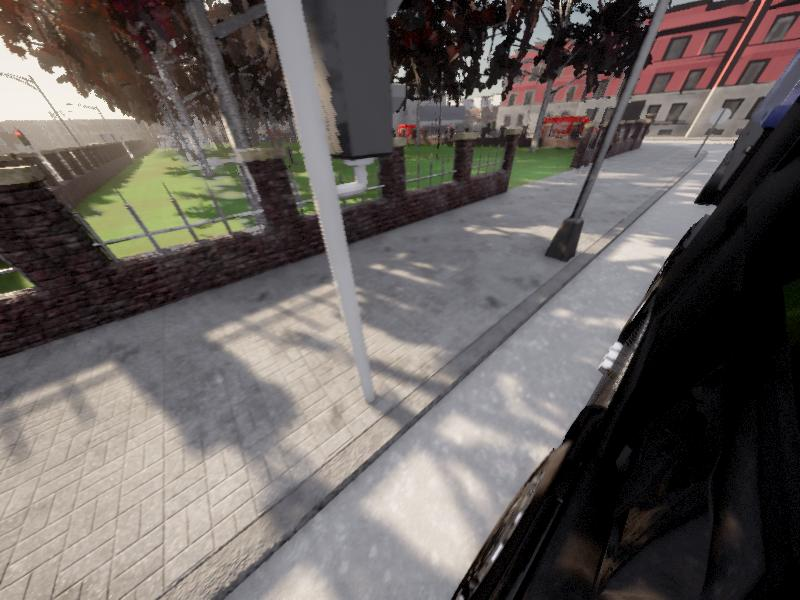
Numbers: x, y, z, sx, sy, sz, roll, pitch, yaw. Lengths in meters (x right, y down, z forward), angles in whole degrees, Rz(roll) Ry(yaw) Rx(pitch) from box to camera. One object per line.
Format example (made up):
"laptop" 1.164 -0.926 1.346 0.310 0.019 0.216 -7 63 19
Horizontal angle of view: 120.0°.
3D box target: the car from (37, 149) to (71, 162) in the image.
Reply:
"car" -55.083 -23.102 36.909 1.812 1.442 4.674 -28 44 -30

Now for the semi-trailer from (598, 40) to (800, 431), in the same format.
"semi-trailer" 8.677 -3.613 4.258 14.254 4.402 2.717 -28 44 -30

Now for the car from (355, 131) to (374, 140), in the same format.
"car" -8.943 -41.326 58.077 2.033 1.649 4.856 -28 44 -30

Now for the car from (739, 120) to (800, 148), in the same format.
"car" 28.667 -11.782 16.379 1.882 1.535 5.008 -28 44 -30

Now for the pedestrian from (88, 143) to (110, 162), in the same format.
"pedestrian" -34.851 -17.108 26.779 0.751 1.860 0.751 -31 45 -33

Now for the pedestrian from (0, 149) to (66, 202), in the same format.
"pedestrian" -15.930 -5.358 9.970 0.751 1.860 0.751 -28 44 -30

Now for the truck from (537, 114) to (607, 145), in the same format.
"truck" 18.860 -18.877 25.650 2.627 2.467 5.204 -28 44 -30

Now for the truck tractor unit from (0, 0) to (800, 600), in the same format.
"truck tractor unit" 2.645 -0.295 0.351 6.516 4.208 3.053 -28 44 -30

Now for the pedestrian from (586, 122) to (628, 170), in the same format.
"pedestrian" 10.004 -7.455 11.228 0.751 1.860 0.751 -28 44 -30

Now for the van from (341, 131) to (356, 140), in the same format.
"van" -14.115 -44.891 63.094 1.775 1.987 4.442 -28 44 -30

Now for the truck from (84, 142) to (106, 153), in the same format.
"truck" -78.848 -39.648 59.862 2.390 2.098 6.274 -31 45 -32

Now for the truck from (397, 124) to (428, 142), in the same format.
"truck" 2.178 -30.333 41.945 2.627 2.467 5.204 -28 43 -30

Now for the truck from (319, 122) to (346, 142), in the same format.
"truck" -17.941 -44.487 61.261 2.891 3.827 8.468 -28 44 -30

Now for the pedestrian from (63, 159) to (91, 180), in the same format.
"pedestrian" -21.298 -8.596 15.245 0.500 1.100 0.500 -26 43 -28

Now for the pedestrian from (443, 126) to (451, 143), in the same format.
"pedestrian" 6.475 -22.762 31.872 0.751 1.860 0.751 -28 44 -30

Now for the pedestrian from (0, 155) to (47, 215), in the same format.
"pedestrian" -14.129 -4.123 8.216 0.751 1.860 0.751 -28 44 -30
